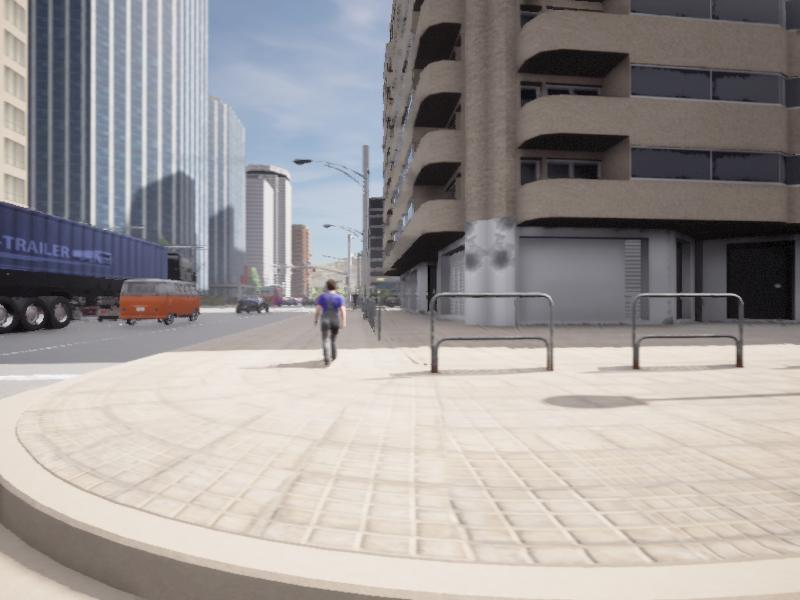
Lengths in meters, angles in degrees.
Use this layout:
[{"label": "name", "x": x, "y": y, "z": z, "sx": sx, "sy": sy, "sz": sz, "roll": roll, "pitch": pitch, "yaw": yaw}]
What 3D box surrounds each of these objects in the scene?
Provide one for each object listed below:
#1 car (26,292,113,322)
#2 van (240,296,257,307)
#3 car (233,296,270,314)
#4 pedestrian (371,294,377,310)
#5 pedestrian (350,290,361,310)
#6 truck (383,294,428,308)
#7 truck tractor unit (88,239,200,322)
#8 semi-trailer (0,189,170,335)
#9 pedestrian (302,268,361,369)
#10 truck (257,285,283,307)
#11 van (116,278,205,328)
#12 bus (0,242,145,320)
[{"label": "car", "x": -18.139, "y": 0.359, "z": 22.211, "sx": 1.970, "sy": 1.475, "sz": 3.806, "roll": 0, "pitch": 0, "yaw": -6}, {"label": "van", "x": -27.284, "y": 0.217, "z": 72.308, "sx": 1.775, "sy": 1.987, "sz": 4.442, "roll": 0, "pitch": 0, "yaw": -6}, {"label": "car", "x": -12.383, "y": 0.403, "z": 33.670, "sx": 1.812, "sy": 1.442, "sz": 4.674, "roll": 0, "pitch": 0, "yaw": -6}, {"label": "pedestrian", "x": -3.033, "y": 0.201, "z": 46.895, "sx": 0.751, "sy": 1.860, "sz": 0.751, "roll": 0, "pitch": 0, "yaw": -6}, {"label": "pedestrian", "x": -4.113, "y": 0.027, "z": 37.046, "sx": 0.751, "sy": 1.860, "sz": 0.751, "roll": 0, "pitch": 0, "yaw": 25}, {"label": "truck", "x": 0.762, "y": 0.131, "z": 58.449, "sx": 6.274, "sy": 2.098, "sz": 2.390, "roll": 0, "pitch": 0, "yaw": -5}, {"label": "truck tractor unit", "x": -14.799, "y": -1.006, "z": 23.865, "sx": 3.053, "sy": 4.208, "sz": 6.516, "roll": 0, "pitch": 0, "yaw": -6}, {"label": "semi-trailer", "x": -13.904, "y": -1.127, "z": 16.004, "sx": 2.717, "sy": 4.402, "sz": 14.254, "roll": 0, "pitch": 0, "yaw": -6}, {"label": "pedestrian", "x": -0.982, "y": 0.239, "z": 5.626, "sx": 0.751, "sy": 1.300, "sz": 0.751, "roll": 0, "pitch": 0, "yaw": -14}, {"label": "truck", "x": -24.003, "y": -0.700, "z": 74.398, "sx": 2.891, "sy": 3.827, "sz": 8.468, "roll": 0, "pitch": 0, "yaw": -6}, {"label": "van", "x": -10.650, "y": 0.098, "z": 18.205, "sx": 1.775, "sy": 1.987, "sz": 4.442, "roll": 0, "pitch": 0, "yaw": -6}, {"label": "bus", "x": -22.095, "y": -1.016, "z": 27.135, "sx": 3.944, "sy": 4.253, "sz": 10.273, "roll": 0, "pitch": 0, "yaw": -6}]
